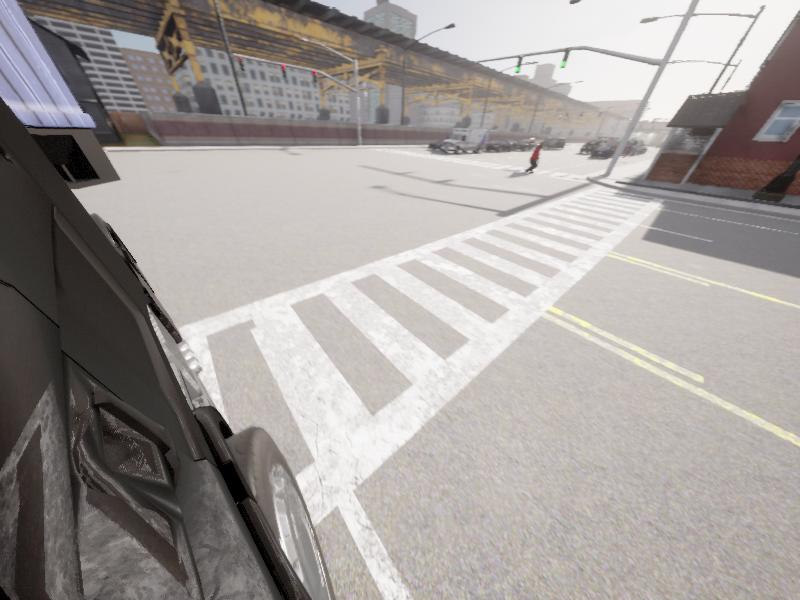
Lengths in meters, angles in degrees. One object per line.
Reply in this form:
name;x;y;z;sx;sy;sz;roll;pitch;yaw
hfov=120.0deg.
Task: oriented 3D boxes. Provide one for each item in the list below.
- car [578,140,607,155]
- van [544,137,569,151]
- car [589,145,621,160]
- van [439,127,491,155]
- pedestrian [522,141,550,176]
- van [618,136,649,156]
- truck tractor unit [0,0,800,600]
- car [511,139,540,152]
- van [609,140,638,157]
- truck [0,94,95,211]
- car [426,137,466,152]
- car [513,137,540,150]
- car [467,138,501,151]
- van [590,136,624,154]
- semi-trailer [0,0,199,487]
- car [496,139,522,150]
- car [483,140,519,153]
car;30.367;-24.088;36.448;4.605;1.855;1.932;-26;45;-33
van;29.093;-29.038;42.925;4.442;1.987;1.775;-26;45;-33
car;27.231;-19.599;30.637;4.181;1.385;1.994;-26;45;-33
van;7.759;-18.845;27.466;6.366;2.431;2.351;-26;45;-33
pedestrian;8.841;-9.231;15.050;0.751;1.860;0.751;-27;46;-34
van;39.616;-26.085;39.182;5.915;2.561;1.988;-26;45;-33
truck tractor unit;-2.645;-0.295;0.351;6.516;4.208;3.053;28;44;30
car;19.808;-24.333;36.411;4.892;1.490;1.837;-26;45;-33
van;34.441;-23.355;35.632;4.442;1.987;1.775;-26;45;-33
truck;-12.323;-3.576;5.605;5.204;2.467;2.627;-26;45;-33
car;6.131;-20.409;30.330;5.357;1.411;2.033;-26;45;-33
car;23.376;-28.898;42.631;4.611;1.667;2.242;-26;45;-33
car;12.767;-23.637;35.101;5.357;1.411;2.033;-26;45;-33
van;36.403;-27.234;40.610;6.366;2.431;2.351;-26;45;-33
semi-trailer;-10.017;-0.752;0.303;14.254;4.402;2.717;-4;36;-9
car;18.577;-26.455;39.288;4.181;1.385;1.994;-27;46;-33
car;14.221;-21.579;32.429;5.357;1.411;2.033;-26;45;-33
